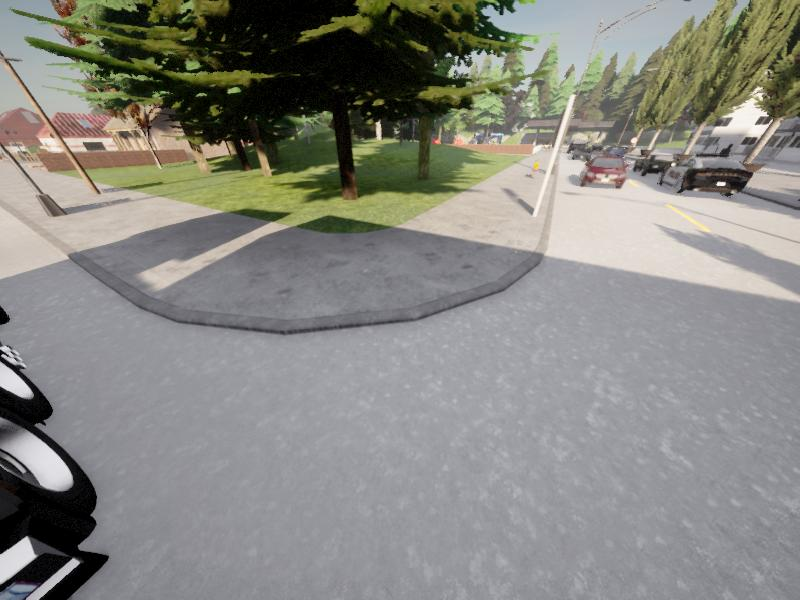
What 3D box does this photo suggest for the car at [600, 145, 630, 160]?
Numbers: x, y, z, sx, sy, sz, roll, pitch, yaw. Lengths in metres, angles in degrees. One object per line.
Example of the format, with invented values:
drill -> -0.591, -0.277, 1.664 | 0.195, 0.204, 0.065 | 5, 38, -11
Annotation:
car -> 29.128, -20.175, 31.512 | 2.033, 1.411, 5.357 | 18, 39, 24

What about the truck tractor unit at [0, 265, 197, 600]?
truck tractor unit -> -5.114, -0.298, 0.776 | 6.516, 4.208, 3.053 | 18, 39, 24

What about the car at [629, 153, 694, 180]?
car -> 18.864, -9.927, 16.965 | 1.895, 1.301, 4.718 | 18, 39, 24

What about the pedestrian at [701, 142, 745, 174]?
pedestrian -> 22.725, -9.996, 16.315 | 0.751, 1.860, 0.751 | 8, 36, 12

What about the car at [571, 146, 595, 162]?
car -> 22.560, -18.155, 28.592 | 1.816, 1.474, 4.193 | 19, 39, 25

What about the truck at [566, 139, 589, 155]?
truck -> 30.598, -26.468, 39.916 | 2.390, 2.098, 6.274 | 19, 39, 25

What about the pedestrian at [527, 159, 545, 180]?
pedestrian -> 8.620, -8.277, 14.624 | 0.500, 1.100, 0.500 | -16, 38, -21

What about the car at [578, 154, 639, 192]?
car -> 11.792, -7.519, 13.434 | 1.812, 1.442, 4.674 | 19, 39, 25

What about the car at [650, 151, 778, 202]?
car -> 15.226, -6.494, 11.763 | 1.930, 1.638, 5.238 | 18, 39, 24
